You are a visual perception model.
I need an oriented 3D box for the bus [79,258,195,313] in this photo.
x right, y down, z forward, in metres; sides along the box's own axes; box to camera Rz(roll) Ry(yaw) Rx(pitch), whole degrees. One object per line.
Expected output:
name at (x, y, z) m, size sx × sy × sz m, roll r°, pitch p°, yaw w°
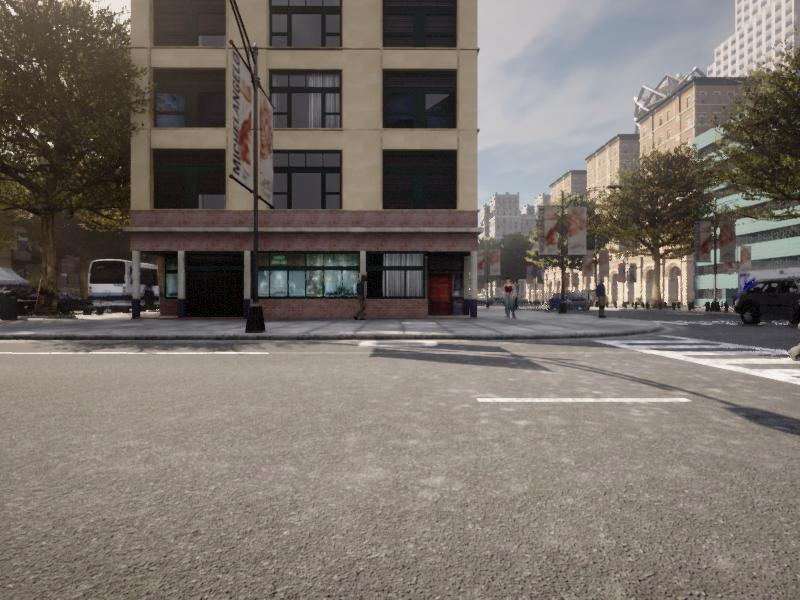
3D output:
bus at (-23.249, -1.134, 36.536) m, size 3.944 × 4.253 × 10.273 m, roll 0°, pitch 0°, yaw 0°

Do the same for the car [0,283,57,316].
car at (-26.556, -0.032, 26.992) m, size 2.150 × 2.045 × 5.566 m, roll 0°, pitch 0°, yaw 0°

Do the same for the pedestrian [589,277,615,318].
pedestrian at (9.334, -0.115, 18.472) m, size 0.751 × 1.860 × 0.751 m, roll 0°, pitch 0°, yaw -20°

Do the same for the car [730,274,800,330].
car at (14.421, 0.052, 14.298) m, size 1.932 × 1.855 × 4.605 m, roll 0°, pitch 0°, yaw 9°

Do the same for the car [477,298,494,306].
car at (14.647, 0.338, 68.596) m, size 1.895 × 1.301 × 4.718 m, roll 0°, pitch 0°, yaw 0°

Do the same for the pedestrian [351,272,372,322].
pedestrian at (-1.448, -0.115, 15.258) m, size 0.751 × 1.860 × 0.751 m, roll 0°, pitch 0°, yaw -1°

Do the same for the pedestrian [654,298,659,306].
pedestrian at (37.297, 0.265, 58.223) m, size 0.500 × 1.100 × 0.500 m, roll 0°, pitch 0°, yaw 7°

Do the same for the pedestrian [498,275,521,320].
pedestrian at (4.658, -0.115, 17.026) m, size 0.751 × 1.860 × 0.751 m, roll 0°, pitch 0°, yaw 32°

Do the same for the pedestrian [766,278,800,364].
pedestrian at (6.379, 0.316, 6.200) m, size 0.751 × 1.300 × 0.751 m, roll 0°, pitch 0°, yaw -9°

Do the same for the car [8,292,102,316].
car at (-23.034, 0.236, 27.050) m, size 2.128 × 1.511 × 4.902 m, roll 0°, pitch 0°, yaw -1°

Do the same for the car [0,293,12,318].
car at (-23.088, 0.295, 20.081) m, size 2.033 × 1.411 × 5.357 m, roll 0°, pitch 0°, yaw 0°

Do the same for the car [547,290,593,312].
car at (14.840, 0.094, 35.255) m, size 2.097 × 1.767 × 4.553 m, roll 0°, pitch 0°, yaw 0°

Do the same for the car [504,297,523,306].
car at (18.173, 0.269, 64.216) m, size 1.812 × 1.442 × 4.674 m, roll 0°, pitch 0°, yaw 0°

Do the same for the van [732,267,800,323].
van at (18.497, -0.222, 17.626) m, size 2.351 × 2.431 × 6.366 m, roll 0°, pitch 0°, yaw -1°
